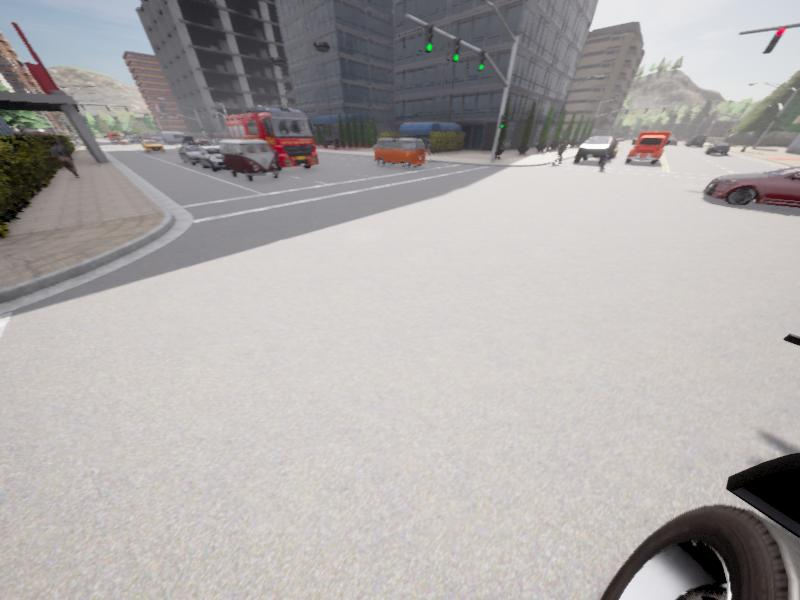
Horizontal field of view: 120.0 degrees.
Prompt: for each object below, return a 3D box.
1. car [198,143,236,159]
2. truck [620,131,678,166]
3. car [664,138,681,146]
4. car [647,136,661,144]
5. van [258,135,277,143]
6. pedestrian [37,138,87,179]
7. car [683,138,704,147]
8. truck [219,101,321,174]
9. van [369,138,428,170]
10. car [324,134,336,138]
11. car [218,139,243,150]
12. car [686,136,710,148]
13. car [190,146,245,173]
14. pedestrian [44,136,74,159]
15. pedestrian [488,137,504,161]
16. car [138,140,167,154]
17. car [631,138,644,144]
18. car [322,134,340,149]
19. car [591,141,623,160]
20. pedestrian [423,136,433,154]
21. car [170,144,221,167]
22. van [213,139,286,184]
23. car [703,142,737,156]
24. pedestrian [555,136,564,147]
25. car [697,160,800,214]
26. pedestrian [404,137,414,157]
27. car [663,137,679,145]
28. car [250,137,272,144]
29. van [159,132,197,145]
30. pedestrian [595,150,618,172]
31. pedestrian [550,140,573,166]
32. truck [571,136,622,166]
[{"bbox_3d":[-20.951,-17.104,26.442,4.181,1.385,1.994,27,44,32],"label":"car"},{"bbox_3d":[23.552,-14.485,21.955,2.627,2.467,5.204,28,44,33],"label":"truck"},{"bbox_3d":[66.593,-38.660,56.475,2.038,1.542,4.974,28,44,33],"label":"car"},{"bbox_3d":[72.353,-45.499,65.773,1.905,1.878,3.866,28,44,33],"label":"car"},{"bbox_3d":[-42.461,-51.944,74.337,2.069,2.038,4.480,28,44,33],"label":"van"},{"bbox_3d":[-18.615,-7.819,12.793,0.751,1.860,0.751,28,44,33],"label":"pedestrian"},{"bbox_3d":[68.978,-37.132,54.399,2.242,1.667,4.611,28,44,33],"label":"car"},{"bbox_3d":[-10.112,-12.458,17.892,8.468,3.827,2.891,27,44,33],"label":"truck"},{"bbox_3d":[-0.199,-11.875,18.679,4.442,1.987,1.775,23,41,29],"label":"van"},{"bbox_3d":[-12.291,-28.799,40.598,1.750,0.535,1.642,-11,37,-14],"label":"car"},{"bbox_3d":[-29.429,-27.034,40.143,4.892,1.490,1.837,28,44,33],"label":"car"},{"bbox_3d":[63.424,-33.800,49.264,2.150,2.045,5.566,28,44,33],"label":"car"},{"bbox_3d":[-13.717,-10.653,17.383,3.806,1.475,1.970,28,44,33],"label":"car"},{"bbox_3d":[-33.714,-15.098,22.895,0.751,1.860,0.751,-27,44,-32],"label":"pedestrian"},{"bbox_3d":[8.958,-14.095,21.597,0.751,1.860,0.751,28,44,33],"label":"pedestrian"},{"bbox_3d":[-35.575,-22.060,33.164,5.008,1.535,1.882,27,44,33],"label":"car"},{"bbox_3d":[69.129,-46.309,67.229,2.163,1.488,4.792,28,44,33],"label":"car"},{"bbox_3d":[-12.707,-28.945,42.085,2.390,2.098,6.274,-11,37,-14],"label":"car"},{"bbox_3d":[24.285,-17.592,27.046,1.801,1.575,5.366,28,44,33],"label":"car"},{"bbox_3d":[3.588,-19.939,29.717,0.751,1.860,0.751,-27,44,-32],"label":"pedestrian"},{"bbox_3d":[-18.539,-13.128,20.889,5.357,1.411,2.033,28,44,33],"label":"car"},{"bbox_3d":[-9.015,-8.411,13.835,4.442,1.987,1.775,28,44,33],"label":"van"},{"bbox_3d":[43.012,-20.463,31.204,1.812,1.442,4.674,28,44,33],"label":"car"},{"bbox_3d":[30.411,-30.239,44.064,0.751,1.860,0.751,28,44,33],"label":"pedestrian"},{"bbox_3d":[14.492,-4.121,8.445,4.181,1.385,1.994,28,44,33],"label":"car"},{"bbox_3d":[0.966,-16.703,25.211,0.751,1.860,0.751,17,39,22],"label":"pedestrian"},{"bbox_3d":[73.961,-43.359,63.082,2.242,1.667,4.611,28,44,33],"label":"car"},{"bbox_3d":[-42.303,-48.717,70.439,2.152,1.651,5.027,28,44,33],"label":"car"},{"bbox_3d":[-53.467,-38.969,55.774,1.988,2.561,5.915,28,44,33],"label":"van"},{"bbox_3d":[15.004,-10.108,16.800,0.751,1.300,0.751,26,43,32],"label":"pedestrian"},{"bbox_3d":[13.693,-12.503,19.653,0.751,1.860,0.751,-16,39,-21],"label":"pedestrian"},{"bbox_3d":[18.974,-14.449,22.212,2.390,2.098,6.274,28,44,33],"label":"truck"}]
